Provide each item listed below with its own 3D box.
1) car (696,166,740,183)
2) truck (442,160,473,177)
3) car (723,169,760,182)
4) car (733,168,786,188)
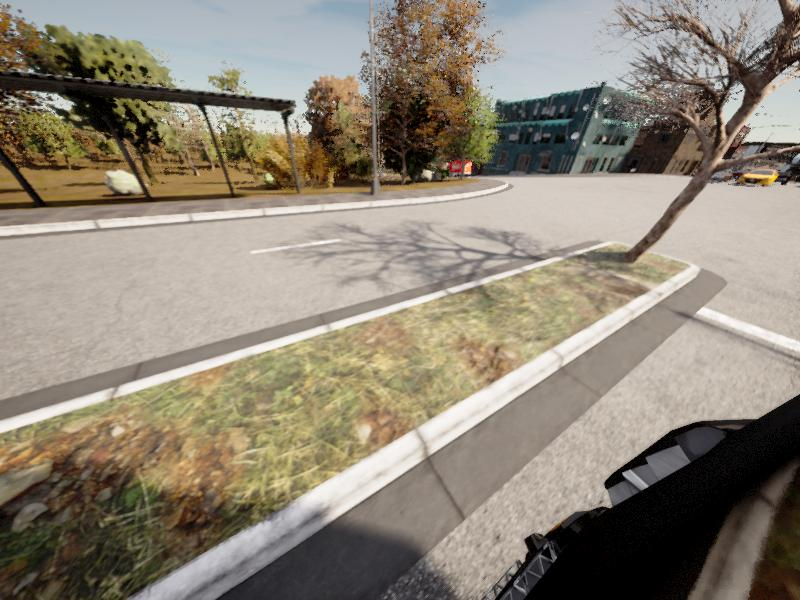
[{"bbox_3d":[35.644,-14.099,25.882,3.633,1.501,1.845,-16,38,-26],"label":"car"},{"bbox_3d":[10.064,-23.329,41.196,2.627,2.467,5.204,-13,31,-20],"label":"truck"},{"bbox_3d":[47.175,-17.150,31.885,4.181,1.385,1.994,-15,38,-27],"label":"car"},{"bbox_3d":[36.268,-12.368,23.304,5.008,1.535,1.882,-16,38,-26],"label":"car"}]
